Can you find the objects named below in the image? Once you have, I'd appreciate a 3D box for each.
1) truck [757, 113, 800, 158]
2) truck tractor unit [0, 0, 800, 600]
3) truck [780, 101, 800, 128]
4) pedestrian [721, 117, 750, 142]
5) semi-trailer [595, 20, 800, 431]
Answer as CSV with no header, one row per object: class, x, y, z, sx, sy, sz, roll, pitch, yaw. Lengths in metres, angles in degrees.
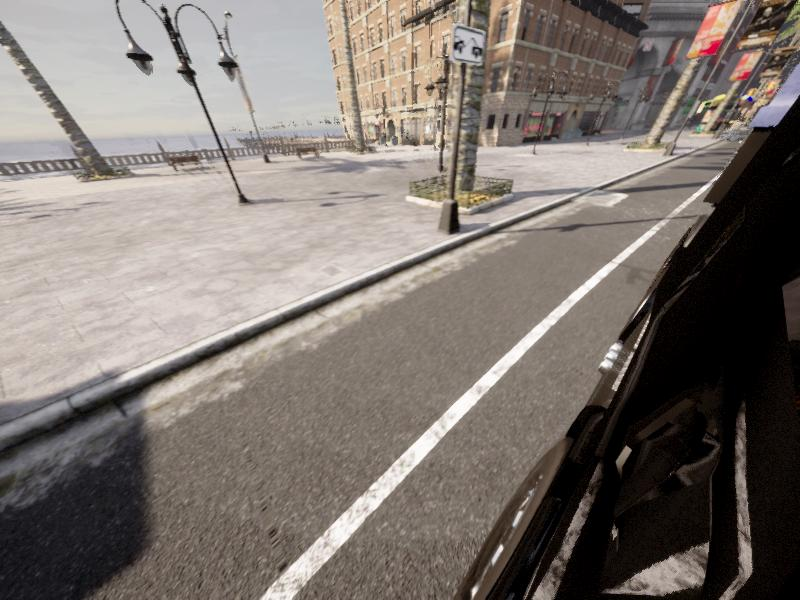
truck,25.460,-10.419,14.462,6.274,2.098,2.390,-25,42,-28
truck tractor unit,2.645,-0.295,0.351,6.516,4.208,3.053,-28,44,-30
truck,69.861,-32.215,39.807,8.468,3.827,2.891,-25,42,-28
pedestrian,31.923,-16.201,22.028,0.751,1.860,0.751,-31,45,-32
semi-trailer,8.871,-3.455,4.087,14.254,4.402,2.717,-26,42,-28
